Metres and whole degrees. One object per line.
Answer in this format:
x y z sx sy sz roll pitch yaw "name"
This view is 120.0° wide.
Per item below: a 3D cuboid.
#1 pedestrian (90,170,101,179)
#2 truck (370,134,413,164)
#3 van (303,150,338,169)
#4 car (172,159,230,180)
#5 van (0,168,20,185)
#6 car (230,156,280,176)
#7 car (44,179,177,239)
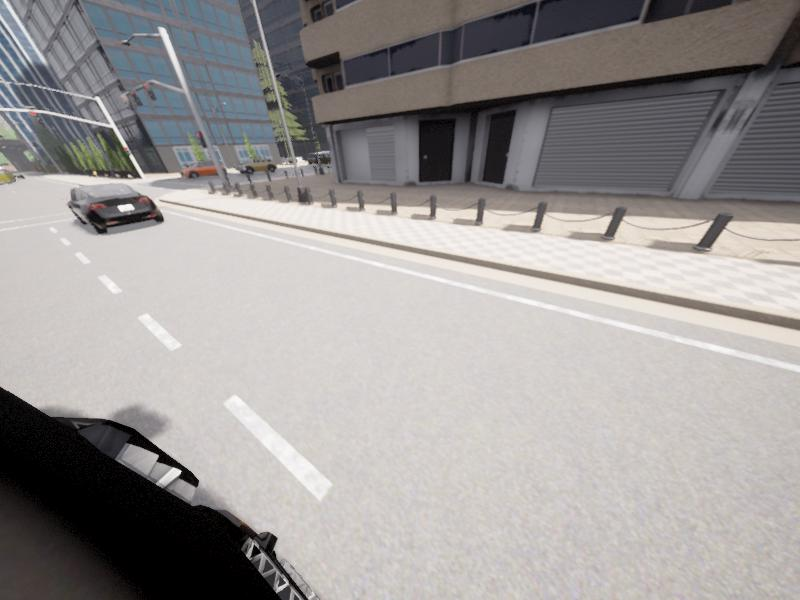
-44.257 -18.321 33.589 0.500 1.100 0.500 17 38 27 "pedestrian"
-1.135 -25.727 39.293 2.891 3.827 8.468 18 39 28 "truck"
-12.393 -22.121 36.278 2.069 2.038 4.480 18 42 28 "van"
-23.623 -15.651 27.611 2.097 1.767 4.553 18 39 29 "car"
-60.165 -18.668 34.817 4.442 1.987 1.775 25 42 35 "van"
-18.112 -16.992 29.146 1.932 1.855 4.605 18 39 28 "car"
-11.631 -3.844 9.284 4.792 1.488 2.163 18 39 28 "car"
